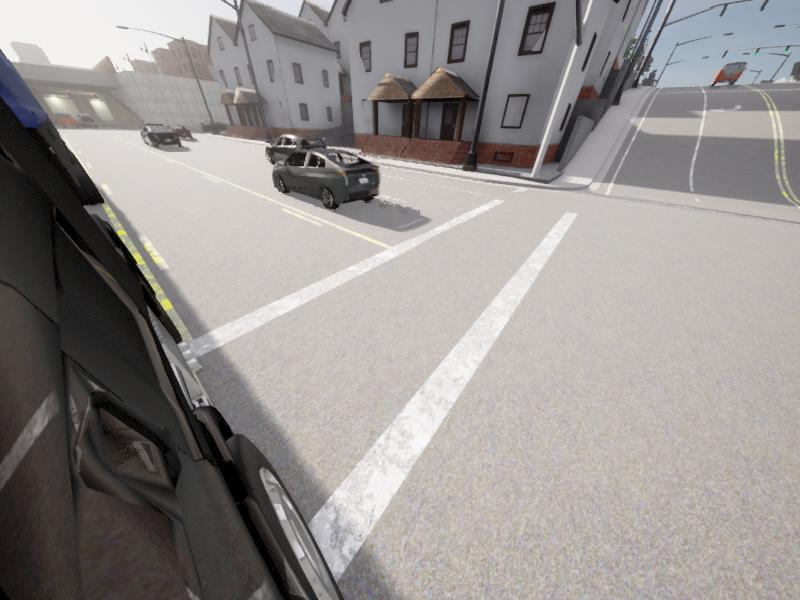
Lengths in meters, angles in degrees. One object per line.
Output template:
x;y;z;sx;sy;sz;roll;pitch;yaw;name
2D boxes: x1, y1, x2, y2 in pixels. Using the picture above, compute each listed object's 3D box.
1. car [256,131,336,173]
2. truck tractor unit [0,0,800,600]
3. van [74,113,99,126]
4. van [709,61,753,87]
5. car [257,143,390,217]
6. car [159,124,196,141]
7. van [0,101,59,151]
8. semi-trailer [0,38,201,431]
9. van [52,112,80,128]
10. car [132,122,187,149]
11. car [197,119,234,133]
-6.268;-9.012;13.918;4.611;1.667;2.242;29;44;31;car
-2.645;-0.295;0.352;6.516;4.208;3.053;28;44;30;truck tractor unit
-65.846;-37.922;48.520;4.480;2.038;2.069;28;43;29;van
37.370;-25.650;26.226;1.775;1.987;4.442;29;52;30;van
-2.708;-4.405;8.097;4.514;1.525;2.007;28;44;30;car
-26.830;-20.266;27.861;4.674;1.442;1.812;27;43;29;car
-27.010;-12.446;16.467;5.915;2.561;1.988;28;44;30;van
-8.673;-3.622;4.253;14.254;4.402;2.717;28;44;30;semi-trailer
-56.712;-30.513;39.226;4.442;1.987;1.775;27;43;29;van
-21.157;-14.449;20.270;5.238;1.638;1.930;28;44;30;car
-33.726;-31.940;42.296;2.242;1.667;4.611;28;49;30;car
